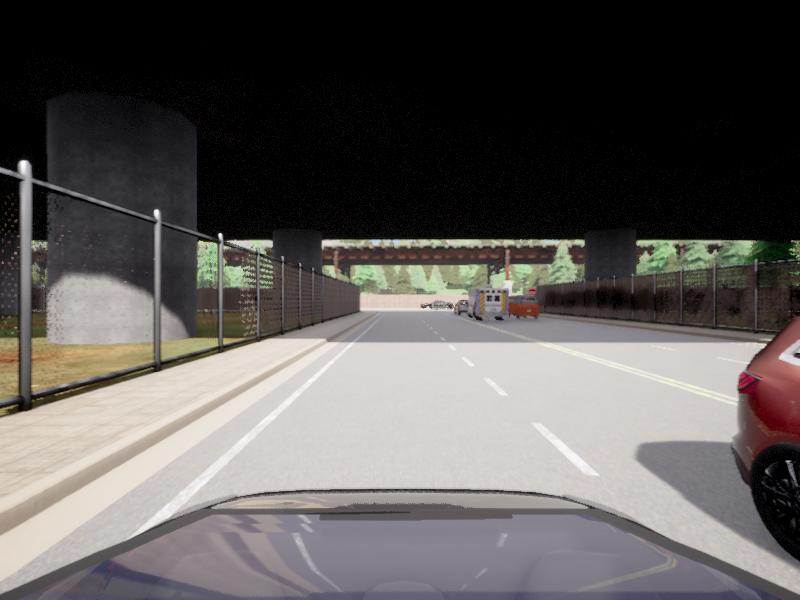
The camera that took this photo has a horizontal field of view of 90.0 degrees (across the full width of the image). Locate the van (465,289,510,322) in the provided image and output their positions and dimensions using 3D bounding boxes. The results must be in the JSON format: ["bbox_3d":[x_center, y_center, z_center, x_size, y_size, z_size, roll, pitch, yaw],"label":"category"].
[{"bbox_3d":[7.004,0.386,32.901,2.351,2.431,6.366,0,0,0],"label":"van"}]

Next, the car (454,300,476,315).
[{"bbox_3d":[7.006,0.799,43.467,1.851,1.617,3.988,0,0,0],"label":"car"}]

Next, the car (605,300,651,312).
[{"bbox_3d":[31.160,0.784,54.800,5.238,1.638,1.930,0,0,1],"label":"car"}]

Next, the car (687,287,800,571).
[{"bbox_3d":[3.479,0.757,0.965,2.242,1.667,4.611,0,0,0],"label":"car"}]

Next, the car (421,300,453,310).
[{"bbox_3d":[6.029,0.787,65.680,5.238,1.638,1.930,0,0,1],"label":"car"}]

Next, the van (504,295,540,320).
[{"bbox_3d":[10.501,0.608,34.696,1.775,1.987,4.442,0,0,0],"label":"van"}]
